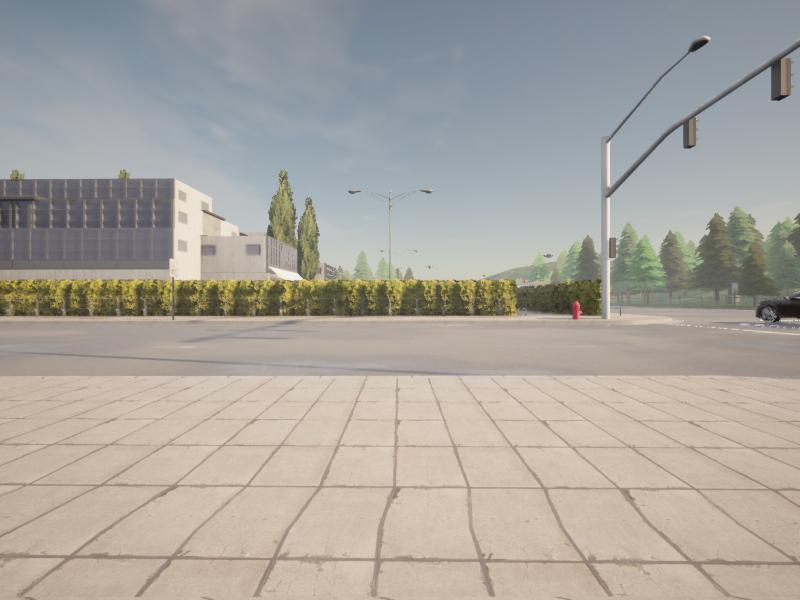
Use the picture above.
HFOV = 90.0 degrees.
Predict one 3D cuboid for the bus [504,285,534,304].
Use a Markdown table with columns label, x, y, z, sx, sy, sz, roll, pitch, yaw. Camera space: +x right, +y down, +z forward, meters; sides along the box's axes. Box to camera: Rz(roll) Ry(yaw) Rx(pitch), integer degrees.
| label | x | y | z | sx | sy | sz | roll | pitch | yaw |
| --- | --- | --- | --- | --- | --- | --- | --- | --- | --- |
| bus | 27.610 | -1.162 | 93.479 | 3.944 | 4.253 | 10.273 | 0 | 0 | 1 |

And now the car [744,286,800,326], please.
| label | x | y | z | sx | sy | sz | roll | pitch | yaw |
| --- | --- | --- | --- | --- | --- | --- | --- | --- | --- |
| car | 16.155 | 0.222 | 15.063 | 2.128 | 1.511 | 4.902 | 0 | 0 | -1 |
